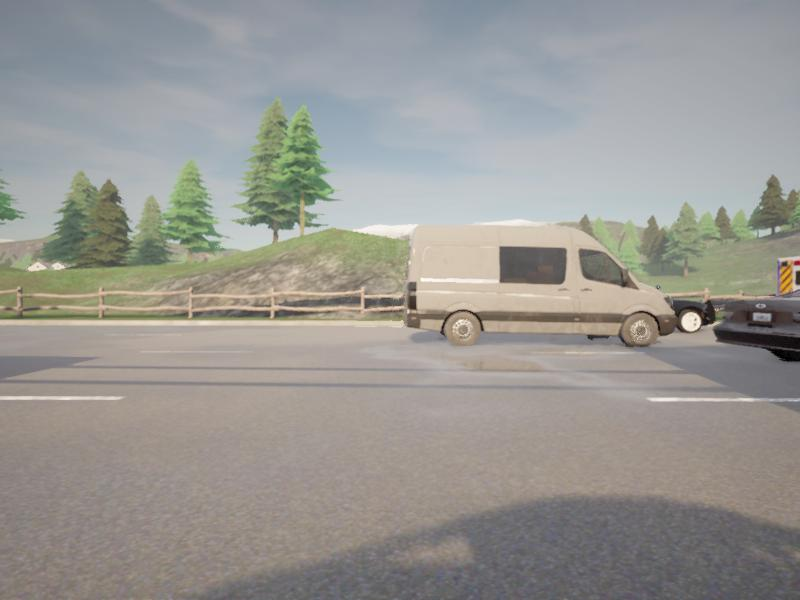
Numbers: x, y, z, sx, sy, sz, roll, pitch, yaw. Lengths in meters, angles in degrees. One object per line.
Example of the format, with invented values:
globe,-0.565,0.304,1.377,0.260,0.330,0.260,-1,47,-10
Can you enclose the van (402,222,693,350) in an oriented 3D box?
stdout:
van,3.022,-0.289,9.188,5.915,2.561,1.988,1,0,0

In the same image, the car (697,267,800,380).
car,7.680,0.299,5.704,5.357,1.411,2.033,0,0,0

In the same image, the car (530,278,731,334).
car,7.079,0.169,12.702,5.238,1.638,1.930,0,0,0

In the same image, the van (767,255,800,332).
van,15.916,-0.205,12.706,6.366,2.431,2.351,0,0,0
